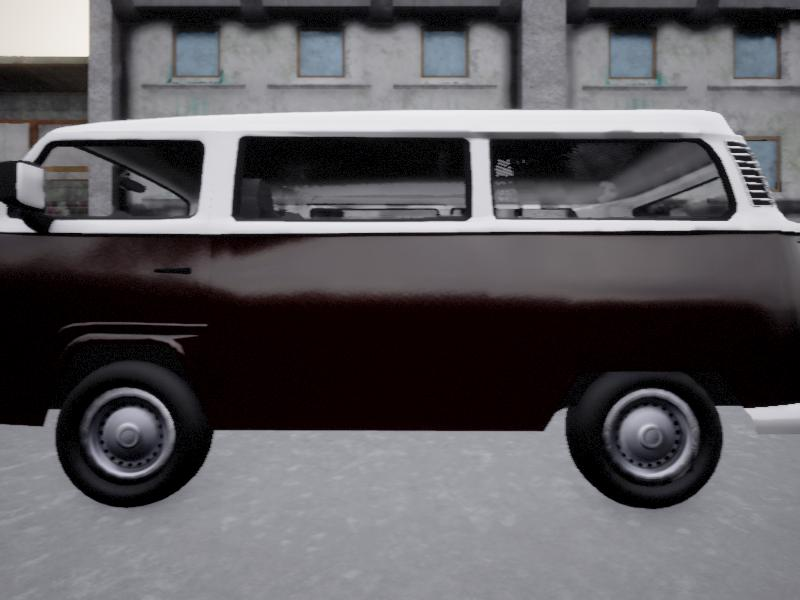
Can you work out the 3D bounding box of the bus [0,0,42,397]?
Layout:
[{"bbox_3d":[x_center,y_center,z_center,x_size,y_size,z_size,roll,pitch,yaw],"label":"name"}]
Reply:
[{"bbox_3d":[-9.215,-1.146,2.584,10.273,4.253,3.944,0,0,0],"label":"bus"}]

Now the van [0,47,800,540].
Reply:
[{"bbox_3d":[-0.102,-0.029,2.694,4.480,2.038,2.069,0,0,0],"label":"van"}]
